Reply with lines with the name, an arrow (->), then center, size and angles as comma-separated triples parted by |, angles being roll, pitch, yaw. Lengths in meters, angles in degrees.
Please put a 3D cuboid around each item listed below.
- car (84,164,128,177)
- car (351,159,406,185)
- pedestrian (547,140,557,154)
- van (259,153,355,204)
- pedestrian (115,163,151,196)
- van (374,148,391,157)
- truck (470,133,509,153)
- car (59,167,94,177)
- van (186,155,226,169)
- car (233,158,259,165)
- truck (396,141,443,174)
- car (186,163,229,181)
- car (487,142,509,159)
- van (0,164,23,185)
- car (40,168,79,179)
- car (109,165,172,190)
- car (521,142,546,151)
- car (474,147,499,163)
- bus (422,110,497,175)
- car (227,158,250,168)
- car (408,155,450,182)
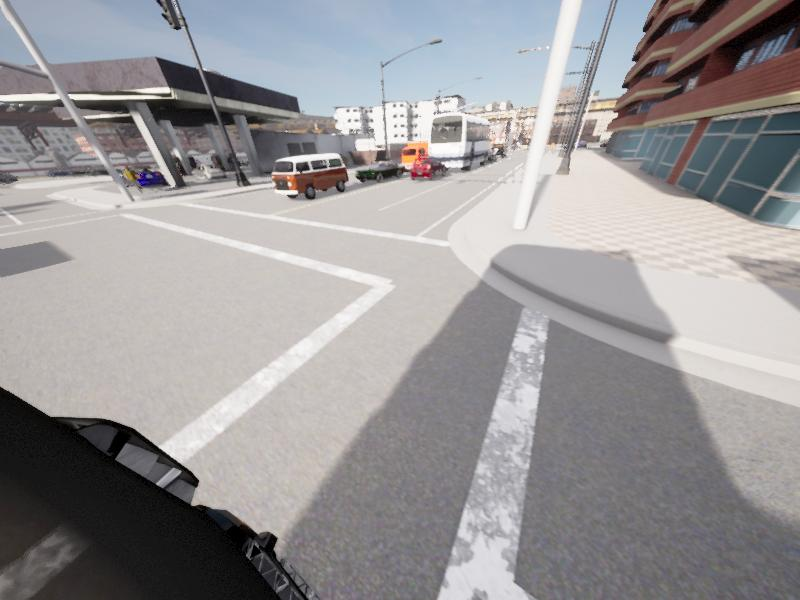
car -> -56.342, -24.999, 44.400 | 2.097, 1.767, 4.553 | 16, 38, 26
car -> -1.485, -10.191, 18.279 | 1.895, 1.301, 4.718 | 15, 38, 26
pedestrian -> 24.437, -24.531, 37.090 | 0.751, 1.860, 0.751 | 7, 35, 14
van -> -4.946, -7.061, 13.149 | 2.069, 2.038, 4.480 | 15, 38, 25
pedestrian -> -18.024, -8.143, 15.636 | 0.751, 1.860, 0.751 | 21, 40, 31
van -> -5.117, -42.896, 67.230 | 4.480, 2.038, 2.069 | 7, 35, 15
truck -> 23.132, -40.716, 60.136 | 8.468, 3.827, 2.891 | 17, 38, 27
car -> -66.498, -26.445, 47.563 | 1.845, 1.501, 3.633 | 16, 38, 26
van -> -45.147, -32.326, 54.003 | 2.351, 2.431, 6.366 | 18, 39, 28
car -> -41.492, -37.466, 62.407 | 5.357, 1.411, 2.033 | -26, 40, -30
truck -> 2.082, -14.321, 23.166 | 2.627, 2.467, 5.204 | 16, 38, 26
car -> -21.052, -13.994, 25.262 | 3.806, 1.475, 1.970 | 16, 38, 27
car -> 15.815, -23.932, 36.997 | 2.150, 2.045, 5.566 | 14, 37, 24
van -> -60.251, -17.775, 33.083 | 1.988, 2.561, 5.915 | 14, 37, 24
car -> -64.901, -24.199, 44.050 | 1.789, 1.549, 3.705 | 16, 38, 26
car -> -23.309, -11.097, 20.775 | 4.611, 1.667, 2.242 | 16, 38, 27
car -> 34.276, -39.402, 59.361 | 1.801, 1.575, 5.366 | -19, 37, -23
car -> 11.887, -19.777, 31.499 | 2.038, 1.542, 4.974 | 15, 37, 25
bus -> 6.170, -15.481, 22.994 | 3.944, 4.253, 10.273 | 16, 38, 26
car -> -35.049, -29.943, 50.352 | 1.930, 1.638, 5.238 | -6, 34, -4
car -> 2.274, -10.173, 17.751 | 1.845, 1.501, 3.633 | 16, 38, 26
